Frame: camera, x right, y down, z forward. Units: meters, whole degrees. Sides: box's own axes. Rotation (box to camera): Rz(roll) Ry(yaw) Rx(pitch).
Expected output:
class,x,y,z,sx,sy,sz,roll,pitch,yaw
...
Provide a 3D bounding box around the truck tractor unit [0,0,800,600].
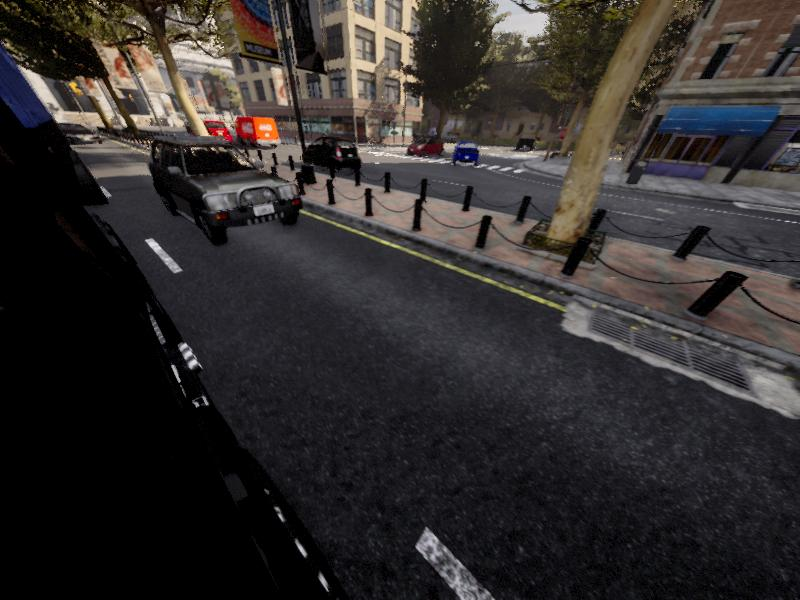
class,x,y,z,sx,sy,sz,roll,pitch,yaw
truck tractor unit,-2.645,-0.295,0.351,6.516,4.208,3.053,28,44,30

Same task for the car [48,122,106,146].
class,x,y,z,sx,sy,sz,roll,pitch,yaw
car,-28.090,-14.482,20.099,4.674,1.442,1.812,23,41,25

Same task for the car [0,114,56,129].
class,x,y,z,sx,sy,sz,roll,pitch,yaw
car,-57.689,-27.560,35.617,2.033,1.649,4.856,27,43,29

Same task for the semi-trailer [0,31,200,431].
class,x,y,z,sx,sy,sz,roll,pitch,yaw
semi-trailer,-8.644,-3.636,4.289,14.254,4.402,2.717,29,44,30

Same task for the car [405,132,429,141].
class,x,y,z,sx,sy,sz,roll,pitch,yaw
car,3.734,-36.548,51.626,4.902,1.511,2.128,27,43,29

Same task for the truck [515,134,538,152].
class,x,y,z,sx,sy,sz,roll,pitch,yaw
truck,20.005,-24.966,36.628,2.390,2.098,6.274,17,39,18

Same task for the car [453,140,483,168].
class,x,y,z,sx,sy,sz,roll,pitch,yaw
car,5.493,-12.151,19.006,1.882,1.535,5.008,9,37,8

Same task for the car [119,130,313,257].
class,x,y,z,sx,sy,sz,roll,pitch,yaw
car,-4.557,-2.947,5.748,4.605,1.855,1.932,27,43,29

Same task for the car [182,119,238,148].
class,x,y,z,sx,sy,sz,roll,pitch,yaw
car,-18.792,-16.466,22.838,5.566,2.045,2.150,27,43,29

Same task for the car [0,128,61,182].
class,x,y,z,sx,sy,sz,roll,pitch,yaw
car,-16.443,-6.192,9.674,4.892,1.490,1.837,27,43,29

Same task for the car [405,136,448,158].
class,x,y,z,sx,sy,sz,roll,pitch,yaw
car,2.591,-14.858,22.395,3.988,1.617,1.851,-28,46,-34

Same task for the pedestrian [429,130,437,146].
class,x,y,z,sx,sy,sz,roll,pitch,yaw
pedestrian,4.898,-24.152,34.492,0.751,1.860,0.751,25,42,27

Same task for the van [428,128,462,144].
class,x,y,z,sx,sy,sz,roll,pitch,yaw
van,9.204,-34.125,47.953,6.366,2.431,2.351,27,43,29

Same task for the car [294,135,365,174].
class,x,y,z,sx,sy,sz,roll,pitch,yaw
car,-4.237,-8.819,13.868,3.988,1.617,1.851,27,43,29

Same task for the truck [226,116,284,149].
class,x,y,z,sx,sy,sz,roll,pitch,yaw
truck,-15.052,-17.410,23.984,5.204,2.467,2.627,27,43,29

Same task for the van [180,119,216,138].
class,x,y,z,sx,sy,sz,roll,pitch,yaw
van,-28.398,-24.080,32.448,4.480,2.038,2.069,27,43,29
